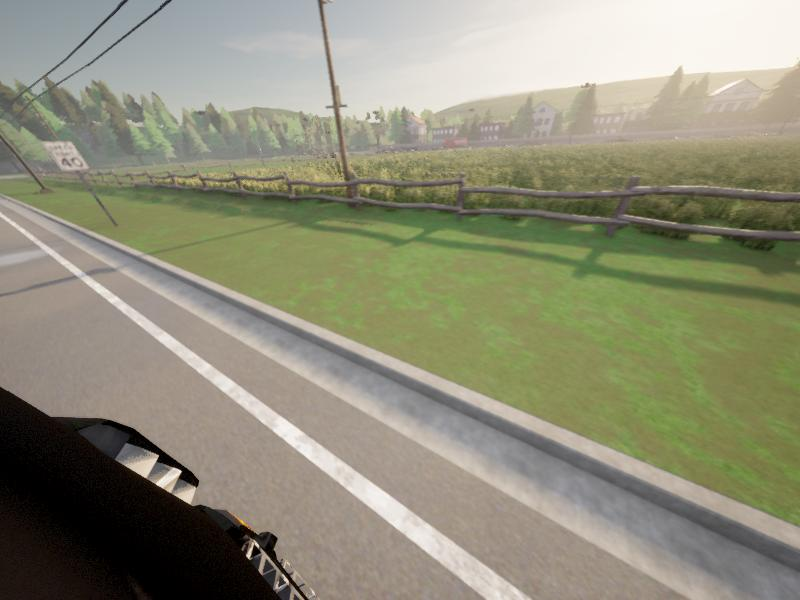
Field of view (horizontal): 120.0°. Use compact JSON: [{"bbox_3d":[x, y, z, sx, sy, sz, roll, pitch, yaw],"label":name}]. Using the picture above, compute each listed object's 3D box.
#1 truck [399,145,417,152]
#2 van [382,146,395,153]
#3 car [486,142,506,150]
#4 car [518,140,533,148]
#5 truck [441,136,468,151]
[{"bbox_3d":[2.992,-57.233,87.346,6.274,2.098,2.390,16,38,26],"label":"truck"},{"bbox_3d":[-4.500,-57.122,87.806,4.480,2.038,2.069,16,38,26],"label":"van"},{"bbox_3d":[29.437,-47.126,70.675,5.238,1.638,1.930,16,38,26],"label":"car"},{"bbox_3d":[40.670,-50.724,75.003,3.866,1.878,1.905,16,38,26],"label":"car"},{"bbox_3d":[19.200,-55.499,81.984,8.468,3.827,2.891,16,38,26],"label":"truck"}]
